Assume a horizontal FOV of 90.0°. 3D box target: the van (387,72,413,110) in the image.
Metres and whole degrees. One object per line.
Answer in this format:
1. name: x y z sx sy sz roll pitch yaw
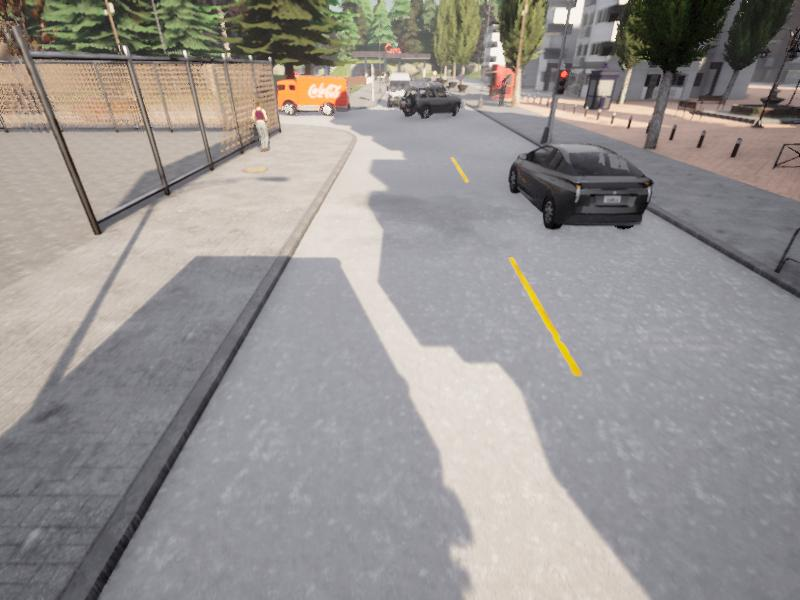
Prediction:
1. van: -0.005 -18.253 34.741 1.988 2.561 5.915 0 31 0

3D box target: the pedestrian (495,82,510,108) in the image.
1. pedestrian: 8.249 -16.566 32.298 0.751 1.860 0.751 -2 30 -4

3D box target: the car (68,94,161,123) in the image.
1. car: -17.824 -12.064 25.168 4.193 1.474 1.816 0 30 0

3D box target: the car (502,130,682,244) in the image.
1. car: 4.023 -2.905 9.485 2.007 1.525 4.514 0 30 0

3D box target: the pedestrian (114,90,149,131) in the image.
1. pedestrian: -13.743 -9.724 20.519 0.751 1.860 0.751 0 30 0

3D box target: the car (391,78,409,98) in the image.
1. car: 0.001 -24.069 45.350 1.905 1.878 3.866 0 30 0

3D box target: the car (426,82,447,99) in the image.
1. car: 4.013 -23.531 44.829 1.837 1.490 4.892 0 30 0

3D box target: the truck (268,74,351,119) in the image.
1. truck: -6.199 -14.385 28.235 5.204 2.467 2.627 1 30 -2

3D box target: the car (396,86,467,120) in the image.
1. car: 2.155 -13.481 27.229 4.605 1.855 1.932 -21 37 -34

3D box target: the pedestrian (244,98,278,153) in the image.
1. pedestrian: -5.294 -6.668 15.305 0.751 1.860 0.751 0 30 0
